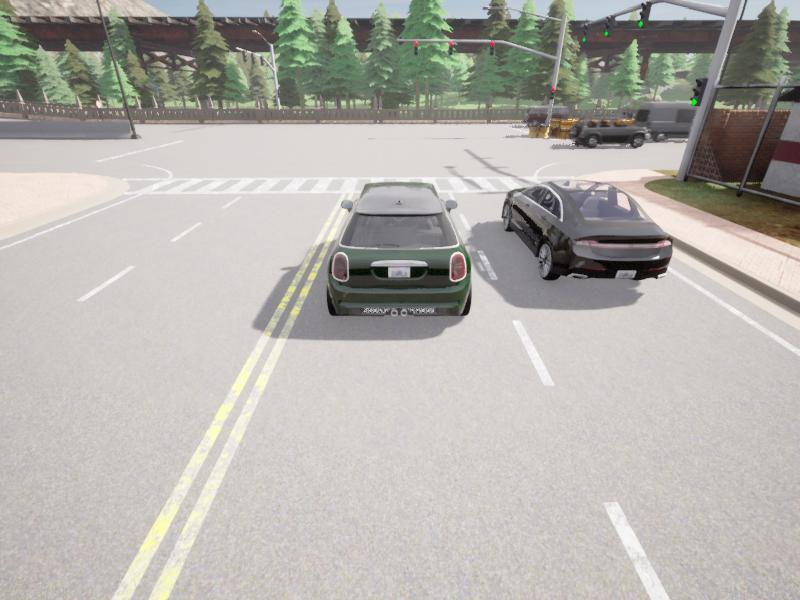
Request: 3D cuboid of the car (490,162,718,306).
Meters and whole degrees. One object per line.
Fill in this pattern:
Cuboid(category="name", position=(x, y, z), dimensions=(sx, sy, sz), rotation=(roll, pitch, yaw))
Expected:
Cuboid(category="car", position=(3.489, -1.698, 8.260), dimensions=(2.128, 1.511, 4.902), rotation=(0, 27, 0))

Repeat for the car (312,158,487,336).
Cuboid(category="car", position=(-0.013, -1.321, 7.217), dimensions=(2.097, 1.767, 4.553), rotation=(0, 27, 0))

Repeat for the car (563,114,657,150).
Cuboid(category="car", position=(13.097, -10.601, 25.186), dimensions=(4.605, 1.855, 1.932), rotation=(-1, 27, -1))

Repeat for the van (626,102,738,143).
Cuboid(category="van", position=(19.812, -12.596, 28.341), dimensions=(5.915, 2.561, 1.988), rotation=(-1, 27, -2))

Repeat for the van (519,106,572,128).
Cuboid(category="van", position=(14.742, -18.680, 40.781), dimensions=(4.442, 1.987, 1.775), rotation=(-1, 27, -2))

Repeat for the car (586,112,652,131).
Cuboid(category="car", position=(20.689, -16.958, 37.950), dimensions=(4.902, 1.511, 2.128), rotation=(-1, 27, -2))
